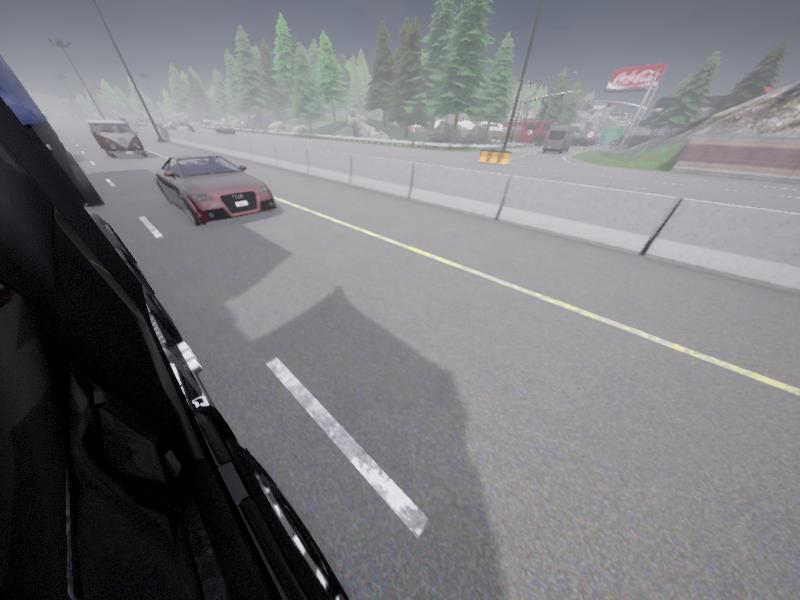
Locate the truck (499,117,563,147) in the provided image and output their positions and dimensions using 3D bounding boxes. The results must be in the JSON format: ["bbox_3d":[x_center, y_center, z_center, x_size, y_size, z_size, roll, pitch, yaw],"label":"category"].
[{"bbox_3d":[22.611,-29.353,40.530,2.891,3.827,8.468,-28,44,-34],"label":"truck"}]

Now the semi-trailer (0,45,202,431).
[{"bbox_3d":[-8.708,-3.569,4.259,14.254,4.402,2.717,28,44,30],"label":"semi-trailer"}]

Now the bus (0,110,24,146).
[{"bbox_3d":[-35.540,-15.022,18.369,10.273,4.253,3.944,27,44,31],"label":"bus"}]

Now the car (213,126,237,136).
[{"bbox_3d":[-32.341,-31.284,42.650,4.718,1.301,1.895,28,44,30],"label":"car"}]

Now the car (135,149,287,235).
[{"bbox_3d":[-5.500,-3.377,6.710,4.181,1.385,1.994,28,44,30],"label":"car"}]

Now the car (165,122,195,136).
[{"bbox_3d":[-35.615,-27.656,37.383,5.027,1.651,2.152,28,44,30],"label":"car"}]

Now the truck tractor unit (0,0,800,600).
[{"bbox_3d":[-2.645,-0.295,0.351,6.516,4.208,3.053,28,44,30],"label":"truck tractor unit"}]

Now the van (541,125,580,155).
[{"bbox_3d":[18.671,-18.552,26.808,1.988,2.561,5.915,28,44,30],"label":"van"}]

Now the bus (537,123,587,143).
[{"bbox_3d":[45.327,-47.188,65.157,10.273,4.253,3.944,26,43,28],"label":"bus"}]

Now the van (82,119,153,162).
[{"bbox_3d":[-18.174,-10.336,14.851,4.442,1.987,1.775,28,44,30],"label":"van"}]

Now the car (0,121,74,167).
[{"bbox_3d":[-20.231,-8.599,12.596,4.553,1.767,2.097,28,44,30],"label":"car"}]

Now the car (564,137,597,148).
[{"bbox_3d":[32.169,-28.188,41.292,5.008,1.535,1.882,-13,40,-19],"label":"car"}]
